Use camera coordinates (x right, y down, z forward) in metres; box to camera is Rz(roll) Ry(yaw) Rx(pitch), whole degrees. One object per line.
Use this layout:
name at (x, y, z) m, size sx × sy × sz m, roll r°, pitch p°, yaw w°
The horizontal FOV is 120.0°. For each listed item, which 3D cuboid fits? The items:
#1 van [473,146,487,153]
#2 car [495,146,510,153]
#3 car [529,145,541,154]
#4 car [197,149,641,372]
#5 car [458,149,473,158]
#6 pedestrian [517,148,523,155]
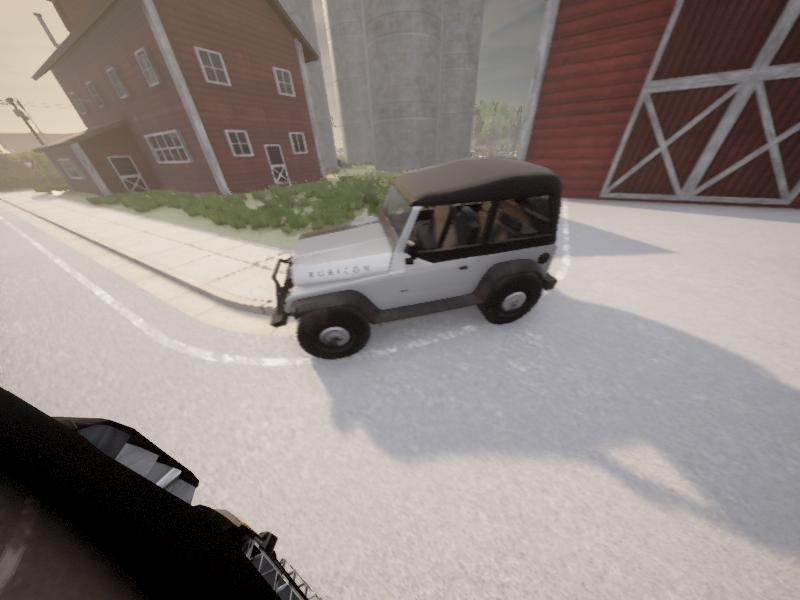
van at (30.121, -56.704, 87.200) m, size 4.480 × 2.038 × 2.069 m, roll 19°, pitch 39°, yaw 30°
car at (37.028, -54.624, 83.669) m, size 4.605 × 1.855 × 1.932 m, roll 16°, pitch 38°, yaw 26°
car at (34.769, -38.817, 59.577) m, size 1.932 × 1.855 × 4.605 m, roll 16°, pitch 37°, yaw 26°
car at (0.260, -0.755, 3.255) m, size 3.866 × 1.878 × 1.905 m, roll -10°, pitch 40°, yaw -8°
car at (16.013, -35.658, 56.359) m, size 2.242 × 1.667 × 4.611 m, roll 16°, pitch 37°, yaw 26°
pedestrian at (28.289, -35.098, 54.530) m, size 0.751 × 1.300 × 0.751 m, roll 19°, pitch 39°, yaw 29°
